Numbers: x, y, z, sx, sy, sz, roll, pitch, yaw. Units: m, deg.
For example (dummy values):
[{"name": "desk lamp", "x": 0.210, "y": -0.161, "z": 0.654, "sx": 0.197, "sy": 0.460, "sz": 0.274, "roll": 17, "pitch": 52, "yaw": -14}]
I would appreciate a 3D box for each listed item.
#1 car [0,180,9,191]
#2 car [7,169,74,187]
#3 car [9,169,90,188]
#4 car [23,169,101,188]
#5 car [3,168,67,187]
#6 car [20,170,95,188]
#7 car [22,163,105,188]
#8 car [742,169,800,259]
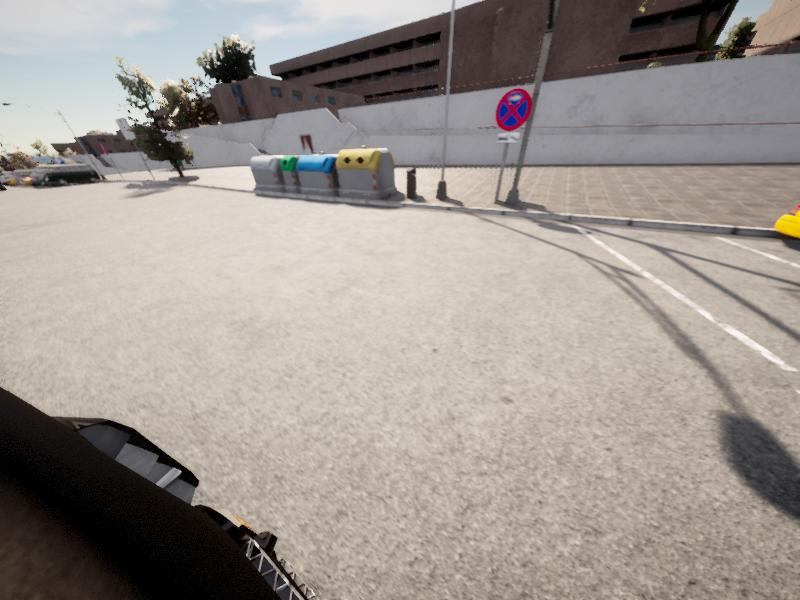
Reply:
[{"name": "car", "x": -44.683, "y": -12.572, "z": 24.940, "sx": 3.633, "sy": 1.501, "sz": 1.845, "roll": 15, "pitch": 37, "yaw": 27}, {"name": "car", "x": -52.003, "y": -17.807, "z": 33.609, "sx": 2.185, "sy": 1.767, "sz": 4.553, "roll": 3, "pitch": 33, "yaw": 10}, {"name": "car", "x": -44.310, "y": -15.555, "z": 29.487, "sx": 1.946, "sy": 1.575, "sz": 5.366, "roll": 3, "pitch": 33, "yaw": 10}, {"name": "car", "x": -39.135, "y": -14.261, "z": 26.991, "sx": 2.002, "sy": 1.452, "sz": 4.674, "roll": 3, "pitch": 33, "yaw": 10}, {"name": "car", "x": -54.606, "y": -18.491, "z": 34.769, "sx": 1.878, "sy": 1.987, "sz": 4.442, "roll": 3, "pitch": 33, "yaw": 10}, {"name": "car", "x": -41.701, "y": -14.941, "z": 28.330, "sx": 2.002, "sy": 1.452, "sz": 4.674, "roll": 3, "pitch": 33, "yaw": 10}, {"name": "car", "x": -36.588, "y": -13.747, "z": 25.417, "sx": 1.878, "sy": 1.987, "sz": 4.442, "roll": 3, "pitch": 33, "yaw": 10}, {"name": "car", "x": 8.666, "y": -0.552, "z": 2.736, "sx": 1.946, "sy": 1.575, "sz": 5.366, "roll": 4, "pitch": 34, "yaw": 9}]
